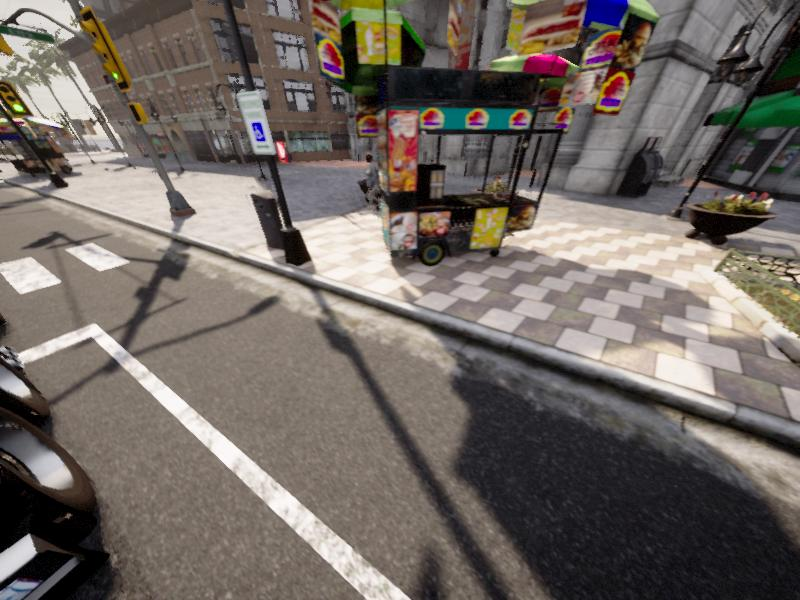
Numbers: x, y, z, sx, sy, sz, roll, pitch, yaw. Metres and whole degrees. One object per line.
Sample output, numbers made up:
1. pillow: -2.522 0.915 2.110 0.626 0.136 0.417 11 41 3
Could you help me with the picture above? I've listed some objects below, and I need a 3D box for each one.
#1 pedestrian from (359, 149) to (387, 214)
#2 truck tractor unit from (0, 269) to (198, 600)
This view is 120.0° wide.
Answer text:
1. pedestrian: -0.882 -3.942 7.734 0.751 1.860 0.751 -6 35 -8
2. truck tractor unit: -5.119 -0.293 0.768 6.516 4.208 3.053 18 39 24
